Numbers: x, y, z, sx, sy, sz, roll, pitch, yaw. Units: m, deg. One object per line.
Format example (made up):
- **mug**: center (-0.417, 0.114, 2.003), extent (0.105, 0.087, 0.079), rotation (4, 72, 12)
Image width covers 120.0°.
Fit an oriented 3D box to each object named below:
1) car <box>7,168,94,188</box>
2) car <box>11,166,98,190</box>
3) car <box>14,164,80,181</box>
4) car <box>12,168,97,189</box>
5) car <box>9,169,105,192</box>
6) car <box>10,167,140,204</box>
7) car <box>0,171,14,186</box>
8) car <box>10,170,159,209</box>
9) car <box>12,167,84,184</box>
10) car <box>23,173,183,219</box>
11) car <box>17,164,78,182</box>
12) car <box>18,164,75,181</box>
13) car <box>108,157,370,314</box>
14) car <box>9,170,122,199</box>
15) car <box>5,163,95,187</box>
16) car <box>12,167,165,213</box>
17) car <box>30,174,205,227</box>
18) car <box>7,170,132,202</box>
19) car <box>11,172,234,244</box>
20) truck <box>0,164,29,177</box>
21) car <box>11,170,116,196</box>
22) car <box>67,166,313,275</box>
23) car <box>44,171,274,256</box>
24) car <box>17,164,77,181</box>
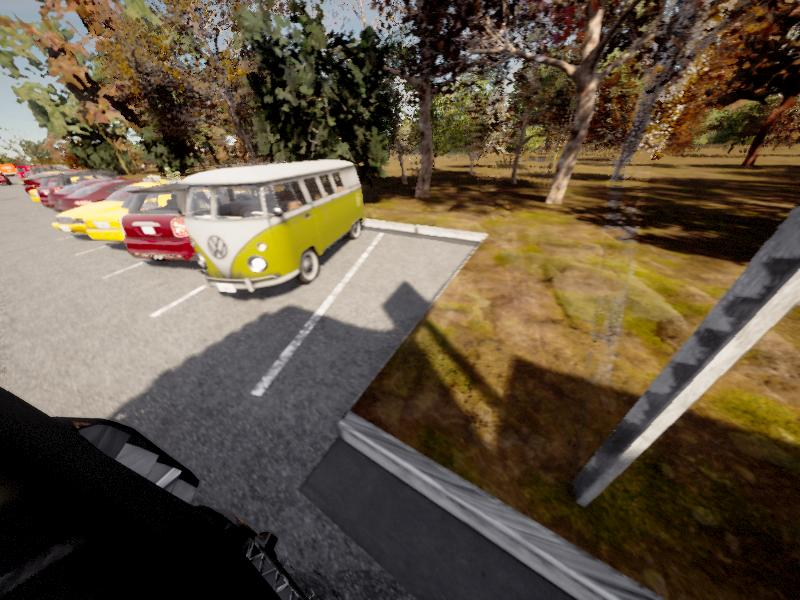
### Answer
- **car**: center (-41.800, -14.796, 27.903), extent (1.946, 1.575, 5.366), rotation (7, 35, 14)
- **car**: center (-36.952, -13.227, 24.963), extent (2.185, 1.767, 4.553), rotation (7, 34, 14)
- **car**: center (-60.956, -22.242, 40.080), extent (2.435, 2.045, 5.566), rotation (7, 35, 15)
- **car**: center (-39.352, -14.010, 26.547), extent (2.231, 1.521, 4.892), rotation (7, 35, 15)
- **car**: center (-34.527, -12.267, 23.565), extent (2.097, 1.535, 5.008), rotation (7, 34, 14)
- **car**: center (-22.308, -8.176, 16.274), extent (2.185, 1.767, 4.553), rotation (6, 34, 13)
- **car**: center (-56.063, -16.887, 32.120), extent (3.988, 1.617, 1.851), rotation (20, 41, 31)
- **car**: center (-19.805, -7.341, 15.053), extent (1.946, 1.575, 5.366), rotation (5, 34, 13)
- **car**: center (-51.404, -18.352, 33.966), extent (1.946, 1.575, 5.366), rotation (8, 35, 15)
- **car**: center (-14.877, -5.593, 12.131), extent (2.002, 1.452, 4.674), rotation (5, 34, 12)
- **car**: center (-53.790, -19.467, 35.418), extent (1.878, 1.987, 4.442), rotation (8, 35, 15)
- **car**: center (-58.593, -21.249, 38.456), extent (1.878, 1.987, 4.442), rotation (8, 35, 15)
- **car**: center (-2.320, -1.882, 5.121), extent (1.878, 1.987, 4.442), rotation (5, 34, 10)
- **car**: center (-27.227, -9.673, 19.173), extent (2.163, 1.488, 4.792), rotation (7, 34, 13)
- **car**: center (-44.160, -16.004, 29.448), extent (2.435, 2.045, 5.566), rotation (7, 35, 15)
- **car**: center (-17.380, -6.517, 13.408), extent (2.185, 1.767, 4.553), rotation (5, 34, 12)
- **car**: center (-12.378, -4.802, 10.754), extent (2.002, 1.452, 4.674), rotation (5, 34, 12)
- **car**: center (-24.780, -8.878, 17.740), extent (2.097, 1.535, 5.008), rotation (6, 34, 13)
- **car**: center (-9.903, -3.956, 9.214), extent (1.946, 1.575, 5.366), rotation (5, 34, 11)
- **truck**: center (-92.869, -31.071, 55.362), extent (5.204, 2.467, 2.627), rotation (25, 43, 38)
- **car**: center (-29.661, -10.553, 20.679), extent (2.163, 1.488, 4.792), rotation (6, 34, 14)
- **car**: center (-4.840, -2.600, 6.574), extent (2.185, 1.767, 4.553), rotation (4, 34, 11)
- **car**: center (-7.315, -3.383, 8.162), extent (1.946, 1.575, 5.366), rotation (5, 34, 11)
- **car**: center (-56.192, -20.359, 36.938), extent (1.878, 1.987, 4.442), rotation (8, 35, 15)
